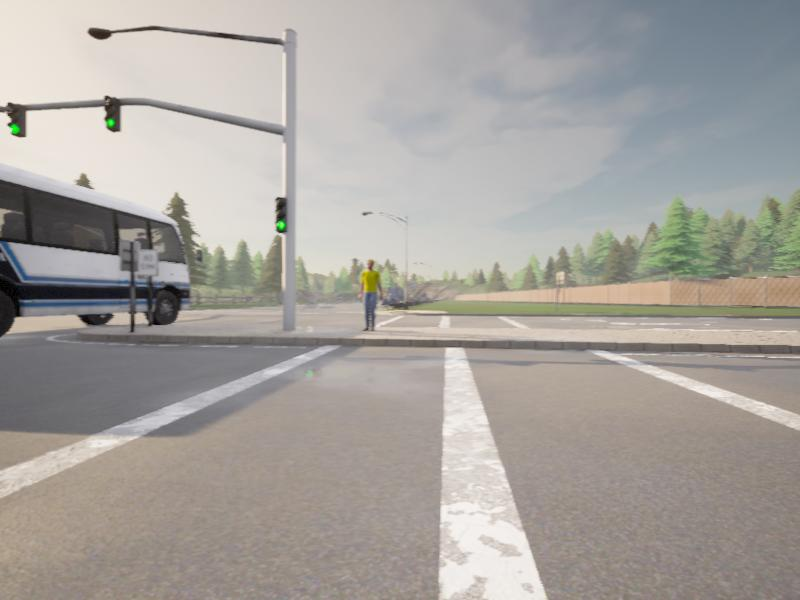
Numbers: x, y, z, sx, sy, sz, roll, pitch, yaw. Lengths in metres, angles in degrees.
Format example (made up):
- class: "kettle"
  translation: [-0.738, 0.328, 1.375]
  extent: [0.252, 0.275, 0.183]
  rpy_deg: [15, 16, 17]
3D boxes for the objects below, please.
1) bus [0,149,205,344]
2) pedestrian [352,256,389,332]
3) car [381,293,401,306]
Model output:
- class: "bus"
  translation: [-10.382, -1.184, 11.097]
  extent: [3.944, 4.253, 10.273]
  rpy_deg: [0, 0, 7]
- class: "pedestrian"
  translation: [-0.749, -0.144, 10.218]
  extent: [0.751, 1.860, 0.751]
  rpy_deg: [0, 0, 13]
- class: "car"
  translation: [-1.194, -0.036, 55.655]
  extent: [2.097, 1.767, 4.553]
  rpy_deg: [0, 0, 7]
